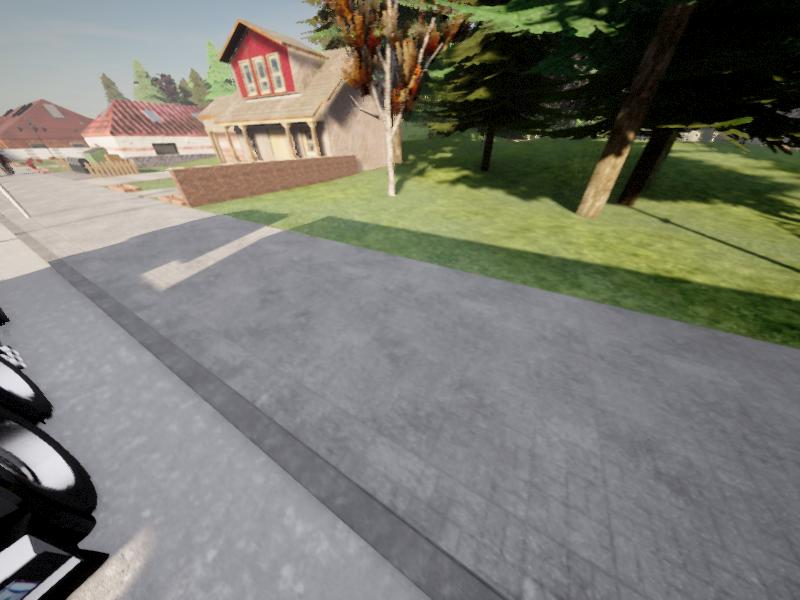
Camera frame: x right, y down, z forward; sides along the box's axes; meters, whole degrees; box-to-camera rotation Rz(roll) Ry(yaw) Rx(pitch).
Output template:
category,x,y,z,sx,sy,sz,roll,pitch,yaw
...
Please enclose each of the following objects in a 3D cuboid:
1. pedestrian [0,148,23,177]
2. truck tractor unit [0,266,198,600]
category,x,y,z,sx,sy,sz,roll,pitch,yaw
pedestrian,-29.619,-10.271,17.207,0.751,1.860,0.751,18,39,25
truck tractor unit,-5.121,-0.289,0.775,6.516,4.208,3.053,18,39,24
